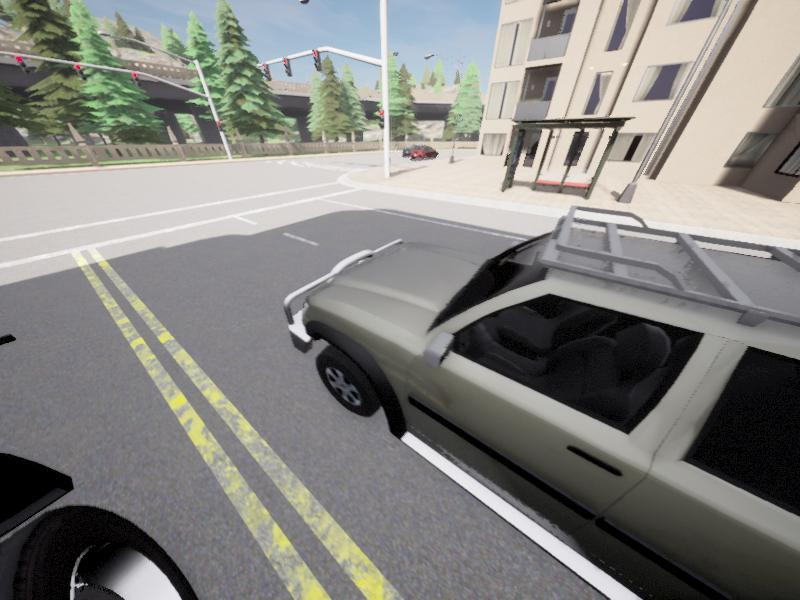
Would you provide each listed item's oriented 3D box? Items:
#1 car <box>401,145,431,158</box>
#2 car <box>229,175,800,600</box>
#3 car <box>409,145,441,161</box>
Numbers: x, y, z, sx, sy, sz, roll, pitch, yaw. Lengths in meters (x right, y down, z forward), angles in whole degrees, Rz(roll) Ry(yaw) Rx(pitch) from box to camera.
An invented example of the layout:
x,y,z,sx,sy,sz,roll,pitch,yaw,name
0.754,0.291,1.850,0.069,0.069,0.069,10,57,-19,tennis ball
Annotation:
x,y,z,sx,sy,sz,roll,pitch,yaw,name
2.203,-20.445,31.711,1.994,1.385,4.181,24,41,30,car
1.256,0.420,1.700,4.605,1.855,1.932,22,41,28,car
3.033,-17.787,27.847,1.816,1.474,4.193,23,41,29,car
